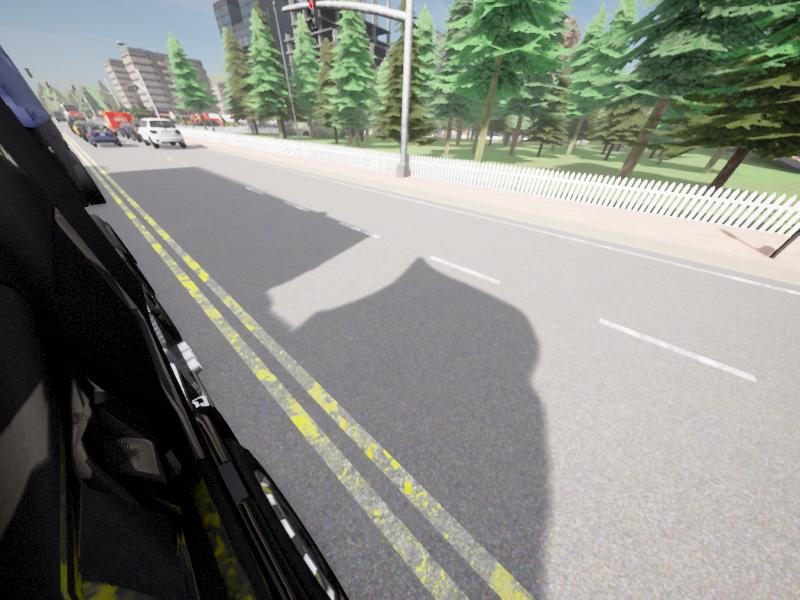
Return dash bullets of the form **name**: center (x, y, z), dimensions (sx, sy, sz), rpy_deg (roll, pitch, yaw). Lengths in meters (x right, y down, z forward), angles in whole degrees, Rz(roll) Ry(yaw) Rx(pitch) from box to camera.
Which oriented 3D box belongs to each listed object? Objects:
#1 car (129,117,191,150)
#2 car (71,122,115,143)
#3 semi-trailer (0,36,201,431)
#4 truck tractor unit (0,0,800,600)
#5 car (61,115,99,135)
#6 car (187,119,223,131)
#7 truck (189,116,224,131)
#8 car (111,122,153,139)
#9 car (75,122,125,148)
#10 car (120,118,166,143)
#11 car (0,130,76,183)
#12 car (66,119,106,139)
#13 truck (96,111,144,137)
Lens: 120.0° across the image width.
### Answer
- **car**: center (-20.943, -14.559, 20.143), dimensions (5.566, 2.045, 2.150), rpy_deg (28, 44, 30)
- **car**: center (-29.841, -16.310, 22.422), dimensions (4.193, 1.474, 1.816), rpy_deg (28, 44, 30)
- **semi-trailer**: center (-8.662, -3.626, 4.268), dimensions (14.254, 4.402, 2.717), rpy_deg (29, 44, 30)
- **truck tractor unit**: center (-2.645, -0.295, 0.351), dimensions (6.516, 4.208, 3.053), rpy_deg (28, 44, 30)
- **car**: center (-40.586, -22.172, 29.278), dimensions (4.605, 1.855, 1.932), rpy_deg (28, 44, 30)
- **car**: center (-43.679, -39.291, 51.871), dimensions (2.150, 2.045, 5.566), rpy_deg (27, 43, 29)
- **truck**: center (-45.437, -41.546, 54.439), dimensions (2.627, 2.467, 5.204), rpy_deg (27, 43, 29)
- **car**: center (-31.518, -19.932, 27.164), dimensions (4.792, 1.488, 2.163), rpy_deg (28, 44, 30)
- **car**: center (-24.993, -13.775, 19.257), dimensions (3.705, 1.549, 1.789), rpy_deg (28, 44, 30)
- **car**: center (-26.504, -17.438, 23.799), dimensions (4.605, 1.855, 1.932), rpy_deg (28, 44, 30)
- **car**: center (-15.559, -6.011, 9.520), dimensions (3.806, 1.475, 1.970), rpy_deg (28, 44, 30)
- **car**: center (-35.191, -19.190, 25.864), dimensions (5.366, 1.575, 1.801), rpy_deg (28, 44, 30)
- **truck**: center (-36.389, -22.919, 30.040), dimensions (5.204, 2.467, 2.627), rpy_deg (28, 44, 30)
